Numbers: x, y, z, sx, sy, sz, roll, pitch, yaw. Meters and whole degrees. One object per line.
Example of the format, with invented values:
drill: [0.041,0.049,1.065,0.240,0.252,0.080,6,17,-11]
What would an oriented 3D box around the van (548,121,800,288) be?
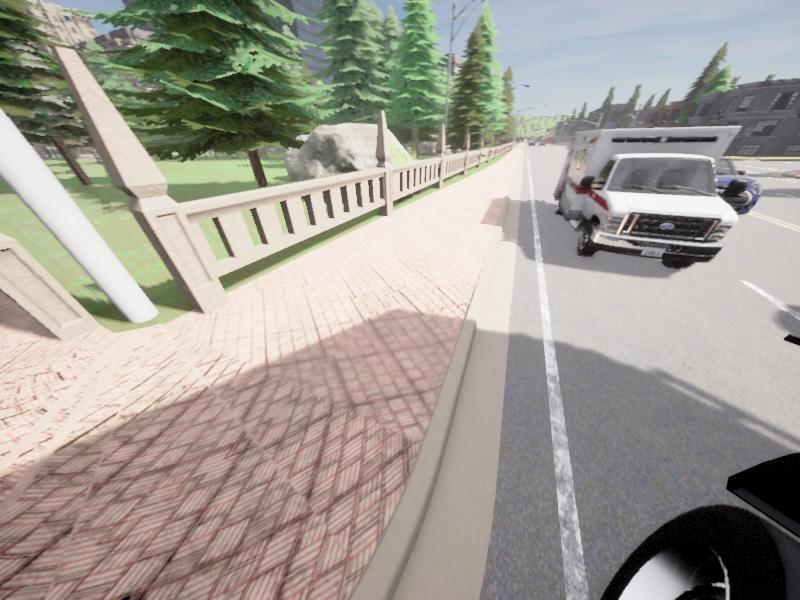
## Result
van: [6.013,-3.142,6.296,2.351,2.431,6.366,14,37,20]

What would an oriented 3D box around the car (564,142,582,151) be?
car: [37.214,-33.125,49.860,2.033,1.411,5.357,14,37,20]

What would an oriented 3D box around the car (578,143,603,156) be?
car: [29.990,-23.873,36.526,1.882,1.535,5.008,14,37,20]

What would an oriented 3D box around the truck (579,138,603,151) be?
truck: [41.380,-33.892,50.263,2.390,2.098,6.274,14,37,20]

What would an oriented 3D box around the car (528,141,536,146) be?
car: [46.582,-54.992,81.283,2.033,1.411,5.357,14,37,20]

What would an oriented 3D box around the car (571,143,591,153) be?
car: [33.192,-27.981,42.436,1.837,1.490,4.892,14,37,20]

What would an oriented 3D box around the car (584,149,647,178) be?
car: [15.555,-10.160,17.023,2.007,1.525,4.514,14,37,20]

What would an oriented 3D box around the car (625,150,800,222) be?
car: [11.176,-4.633,8.893,2.097,1.767,4.553,14,37,20]
